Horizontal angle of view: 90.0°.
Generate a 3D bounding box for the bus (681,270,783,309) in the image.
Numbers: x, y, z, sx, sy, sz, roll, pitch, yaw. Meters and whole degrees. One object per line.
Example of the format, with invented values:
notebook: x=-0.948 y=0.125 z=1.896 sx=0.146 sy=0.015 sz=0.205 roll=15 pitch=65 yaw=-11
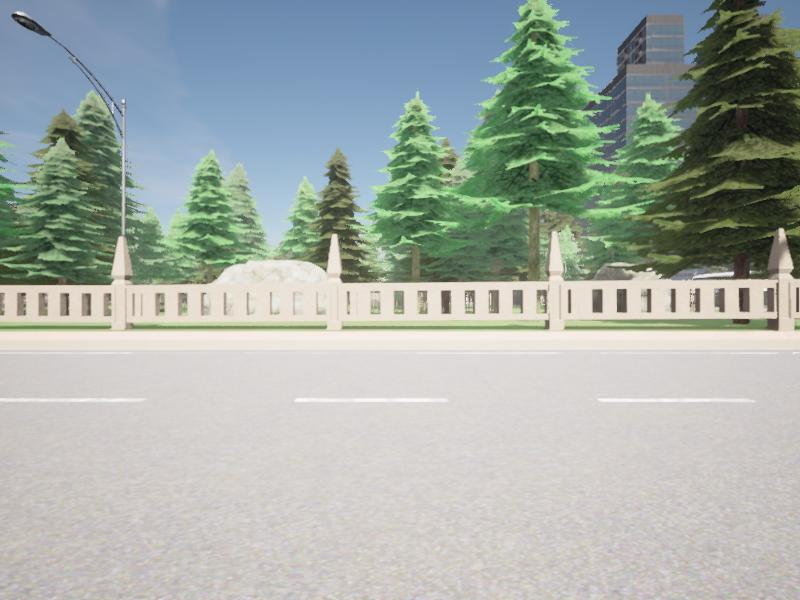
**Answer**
bus: x=39.699 y=-1.174 z=48.593 sx=3.944 sy=4.253 sz=10.273 roll=0 pitch=0 yaw=0
